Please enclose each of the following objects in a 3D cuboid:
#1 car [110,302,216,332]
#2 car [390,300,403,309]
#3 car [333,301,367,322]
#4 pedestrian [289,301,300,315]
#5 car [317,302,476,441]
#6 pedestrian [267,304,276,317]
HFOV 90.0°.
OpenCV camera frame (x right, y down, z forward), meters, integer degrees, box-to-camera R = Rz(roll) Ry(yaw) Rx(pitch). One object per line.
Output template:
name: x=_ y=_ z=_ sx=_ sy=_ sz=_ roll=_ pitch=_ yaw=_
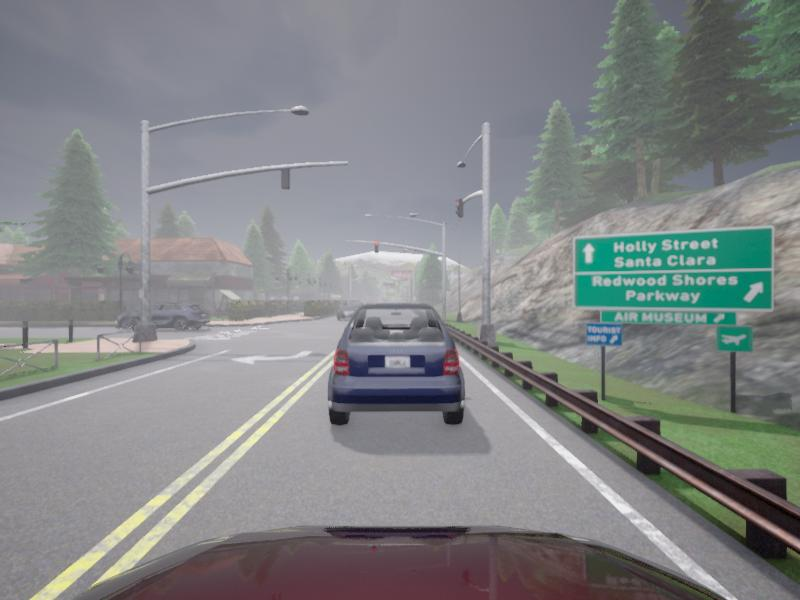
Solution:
car: x=-13.506 y=0.937 z=22.998 sx=4.856 sy=1.649 sz=2.033 roll=0 pitch=0 yaw=-1
car: x=-0.666 y=0.827 z=69.640 sx=2.163 sy=1.488 sz=4.792 roll=0 pitch=0 yaw=-1
car: x=-3.804 y=0.825 z=31.481 sx=2.128 sy=1.511 sz=4.902 roll=0 pitch=0 yaw=-1
pedestrian: x=-10.190 y=0.751 z=38.686 sx=0.751 sy=1.300 sz=0.751 roll=0 pitch=0 yaw=9
car: x=-0.060 y=0.812 z=6.371 sx=1.789 sy=1.549 sz=3.705 roll=0 pitch=0 yaw=-1
pedestrian: x=-10.558 y=0.853 z=32.843 sx=0.500 sy=1.100 sz=0.500 roll=0 pitch=0 yaw=8
